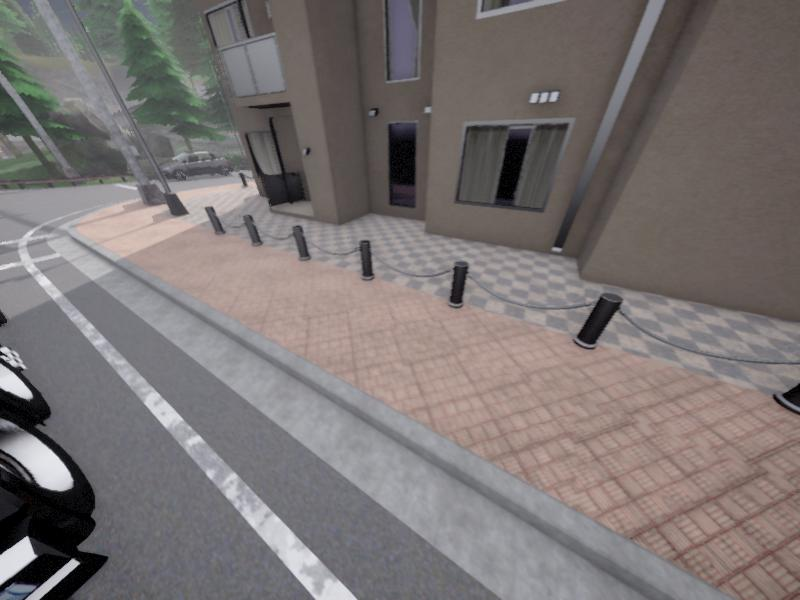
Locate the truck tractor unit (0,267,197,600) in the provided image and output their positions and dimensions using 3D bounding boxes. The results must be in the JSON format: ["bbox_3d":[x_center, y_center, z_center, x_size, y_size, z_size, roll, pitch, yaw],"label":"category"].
[{"bbox_3d":[-5.117,-0.294,0.782,6.516,4.208,3.053,18,39,24],"label":"truck tractor unit"}]

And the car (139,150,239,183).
[{"bbox_3d":[-15.010,-9.827,16.809,2.242,1.667,4.611,18,39,24],"label":"car"}]
